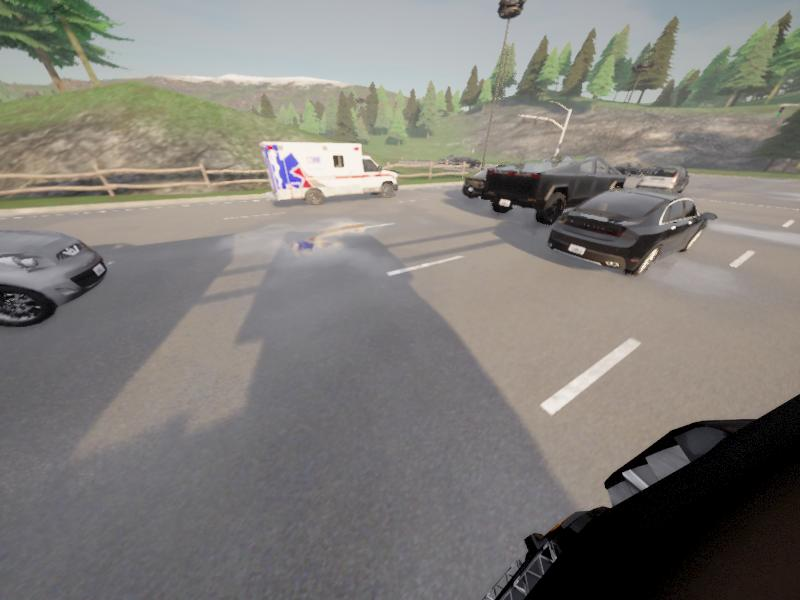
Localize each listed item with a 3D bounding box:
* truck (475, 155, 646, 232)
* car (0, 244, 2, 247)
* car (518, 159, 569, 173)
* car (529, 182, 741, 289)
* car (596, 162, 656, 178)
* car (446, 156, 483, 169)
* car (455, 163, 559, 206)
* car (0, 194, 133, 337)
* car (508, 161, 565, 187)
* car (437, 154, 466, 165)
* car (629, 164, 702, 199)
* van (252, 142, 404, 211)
[{"bbox_3d":[6.367,-4.512,9.223,6.274,2.098,2.390,-17,37,-25],"label":"truck"},{"bbox_3d":[-12.203,-0.808,3.784,5.357,1.411,2.033,-17,37,-25],"label":"car"},{"bbox_3d":[19.434,-18.359,31.535,2.033,1.411,5.357,-23,40,-32],"label":"car"},{"bbox_3d":[5.815,-1.903,5.736,4.892,1.490,1.837,-17,37,-25],"label":"car"},{"bbox_3d":[25.641,-14.978,26.518,1.895,1.301,4.718,-5,33,-9],"label":"car"},{"bbox_3d":[9.795,-21.190,35.591,5.008,1.535,1.882,26,40,33],"label":"car"},{"bbox_3d":[5.752,-6.325,12.435,5.238,1.638,1.930,-17,37,-25],"label":"car"},{"bbox_3d":[-6.734,-0.326,3.017,3.633,1.501,1.845,-17,37,-25],"label":"car"},{"bbox_3d":[10.990,-10.205,18.567,3.988,1.617,1.851,-19,38,-27],"label":"car"},{"bbox_3d":[10.233,-28.355,46.581,5.238,1.638,1.930,22,38,30],"label":"car"},{"bbox_3d":[16.956,-7.663,14.755,3.988,1.617,1.851,-20,38,-28],"label":"car"},{"bbox_3d":[-3.168,-6.153,11.272,6.366,2.431,2.351,-17,37,-25],"label":"van"}]
